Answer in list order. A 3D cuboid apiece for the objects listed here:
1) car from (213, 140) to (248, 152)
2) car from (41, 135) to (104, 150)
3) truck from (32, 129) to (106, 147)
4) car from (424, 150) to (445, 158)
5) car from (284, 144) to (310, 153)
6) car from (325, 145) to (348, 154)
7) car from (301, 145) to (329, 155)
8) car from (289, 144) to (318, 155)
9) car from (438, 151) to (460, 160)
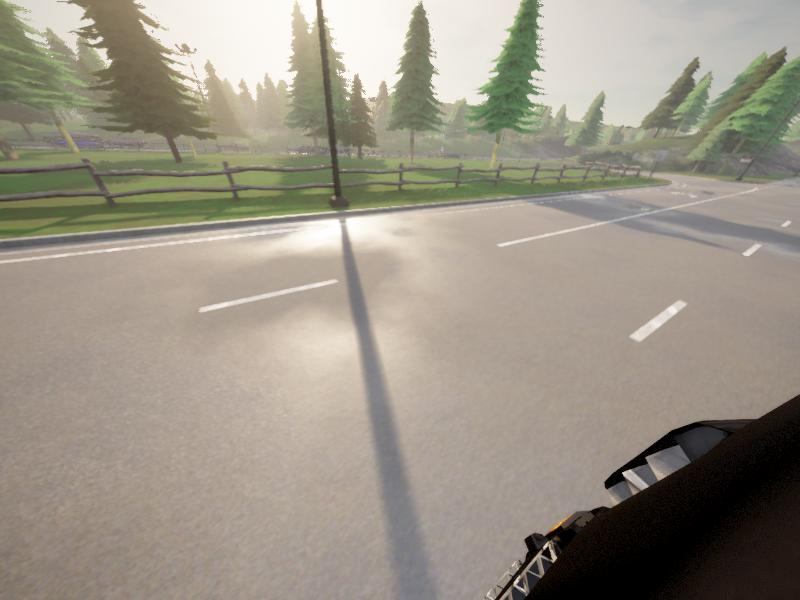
[{"bbox_3d":[-32.827,-29.928,44.963,5.238,1.638,1.930,-16,38,-26],"label":"car"},{"bbox_3d":[-45.248,-21.859,32.113,4.514,1.525,2.007,-16,38,-26],"label":"car"},{"bbox_3d":[-53.739,-26.387,37.782,6.274,2.098,2.390,-16,38,-26],"label":"truck"},{"bbox_3d":[9.149,-39.586,62.457,5.366,1.575,1.801,4,34,2],"label":"car"},{"bbox_3d":[-23.644,-34.751,52.912,4.974,1.542,2.038,-16,38,-26],"label":"car"},{"bbox_3d":[-15.646,-37.027,56.893,5.008,1.535,1.882,-16,38,-26],"label":"car"},{"bbox_3d":[-18.007,-31.873,49.015,4.974,1.542,2.038,-16,38,-26],"label":"car"},{"bbox_3d":[-18.845,-29.435,45.216,4.856,1.649,2.033,-16,38,-25],"label":"car"},{"bbox_3d":[12.358,-36.656,58.478,5.027,1.651,2.152,3,34,0],"label":"car"}]
